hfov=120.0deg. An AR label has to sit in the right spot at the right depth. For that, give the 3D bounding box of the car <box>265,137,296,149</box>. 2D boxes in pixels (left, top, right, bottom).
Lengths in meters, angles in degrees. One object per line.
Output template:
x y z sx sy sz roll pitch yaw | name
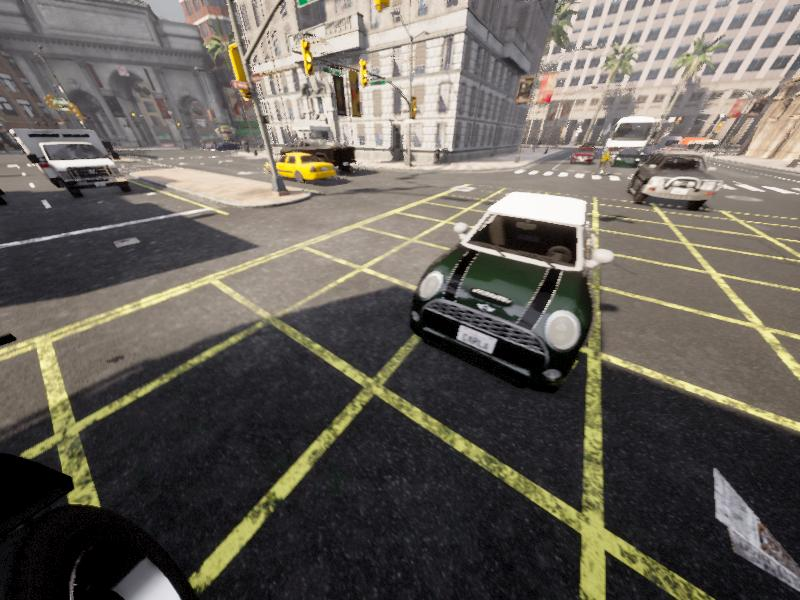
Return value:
-27.004 -35.522 52.244 2.150 2.045 5.566 23 41 28 | car

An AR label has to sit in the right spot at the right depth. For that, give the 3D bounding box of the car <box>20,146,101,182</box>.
-22.005 -8.946 14.974 4.856 1.649 2.033 22 41 28 | car

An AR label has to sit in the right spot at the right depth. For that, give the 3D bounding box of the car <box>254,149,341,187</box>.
-6.265 -8.139 14.018 5.366 1.575 1.801 22 41 28 | car

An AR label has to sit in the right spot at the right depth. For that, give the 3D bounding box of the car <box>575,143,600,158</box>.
27.769 -22.155 34.127 2.242 1.667 4.611 23 41 28 | car

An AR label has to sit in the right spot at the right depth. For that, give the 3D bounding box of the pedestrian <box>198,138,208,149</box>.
-39.688 -31.444 46.464 0.751 1.860 0.751 26 42 31 | pedestrian

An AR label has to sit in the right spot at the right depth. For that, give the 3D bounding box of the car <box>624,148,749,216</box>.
11.391 -5.183 9.726 1.932 1.855 4.605 22 41 28 | car

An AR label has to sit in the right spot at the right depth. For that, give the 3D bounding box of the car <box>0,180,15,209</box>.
-17.348 -4.490 8.904 5.357 1.411 2.033 22 41 28 | car

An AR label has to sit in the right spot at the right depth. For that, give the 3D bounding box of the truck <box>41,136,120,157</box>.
-41.556 -20.096 30.192 6.274 2.098 2.390 3 35 4 | truck

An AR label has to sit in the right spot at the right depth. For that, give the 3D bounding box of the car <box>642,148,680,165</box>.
29.454 -16.363 26.257 1.895 1.301 4.718 22 41 28 | car

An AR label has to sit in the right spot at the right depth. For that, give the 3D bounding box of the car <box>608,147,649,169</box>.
22.082 -13.911 22.507 2.038 1.542 4.974 22 41 27 | car

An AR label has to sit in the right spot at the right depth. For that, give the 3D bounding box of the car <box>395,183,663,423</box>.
1.838 -0.637 3.548 1.970 1.475 3.806 22 40 27 | car

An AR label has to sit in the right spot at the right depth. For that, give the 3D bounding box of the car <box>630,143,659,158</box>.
37.691 -23.233 35.789 2.152 1.651 5.027 23 41 28 | car

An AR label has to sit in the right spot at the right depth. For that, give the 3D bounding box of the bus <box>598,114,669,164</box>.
28.009 -19.790 28.538 3.944 4.253 10.273 22 41 28 | bus

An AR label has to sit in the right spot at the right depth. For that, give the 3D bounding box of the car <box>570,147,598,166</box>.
19.818 -15.540 24.871 1.812 1.442 4.674 22 41 28 | car

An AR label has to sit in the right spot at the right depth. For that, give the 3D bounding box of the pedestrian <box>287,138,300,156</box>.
-13.662 -19.618 29.675 0.751 1.860 0.751 25 42 30 | pedestrian

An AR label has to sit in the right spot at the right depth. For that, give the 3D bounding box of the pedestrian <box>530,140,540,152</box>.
23.548 -26.914 40.364 0.751 1.860 0.751 -23 41 -29 | pedestrian

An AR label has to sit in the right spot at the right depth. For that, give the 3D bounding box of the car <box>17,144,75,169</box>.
-30.885 -12.579 20.143 4.902 1.511 2.128 23 41 29 | car

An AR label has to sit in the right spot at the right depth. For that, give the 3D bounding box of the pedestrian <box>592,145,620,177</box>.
14.358 -9.715 16.159 0.751 1.860 0.751 21 40 27 | pedestrian

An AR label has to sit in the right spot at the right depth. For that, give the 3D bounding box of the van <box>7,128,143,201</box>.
-15.718 -6.710 11.170 6.366 2.431 2.351 22 41 28 | van

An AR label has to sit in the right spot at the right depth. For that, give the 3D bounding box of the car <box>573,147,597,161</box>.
23.714 -18.707 29.527 1.895 1.301 4.718 22 41 28 | car

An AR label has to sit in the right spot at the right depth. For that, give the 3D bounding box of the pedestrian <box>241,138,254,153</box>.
-22.251 -22.478 33.650 0.751 1.860 0.751 15 38 20 | pedestrian

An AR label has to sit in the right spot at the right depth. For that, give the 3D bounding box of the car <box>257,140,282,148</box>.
-30.267 -36.174 53.661 1.812 1.442 4.674 22 41 28 | car

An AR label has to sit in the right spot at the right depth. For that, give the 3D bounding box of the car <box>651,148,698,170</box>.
25.733 -13.379 21.836 1.816 1.474 4.193 22 41 28 | car

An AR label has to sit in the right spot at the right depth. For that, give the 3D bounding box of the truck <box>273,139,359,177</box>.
-6.321 -10.837 17.392 6.274 2.098 2.390 22 41 28 | truck

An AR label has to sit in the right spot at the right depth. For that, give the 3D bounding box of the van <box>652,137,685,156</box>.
44.587 -25.701 38.558 1.988 2.561 5.915 22 41 28 | van

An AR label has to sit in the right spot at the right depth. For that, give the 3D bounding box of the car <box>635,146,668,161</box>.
33.566 -19.749 31.011 2.033 1.411 5.357 22 41 28 | car

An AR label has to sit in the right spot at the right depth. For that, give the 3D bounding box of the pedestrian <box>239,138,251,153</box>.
-22.760 -22.672 33.920 0.751 1.860 0.751 0 35 -1 | pedestrian

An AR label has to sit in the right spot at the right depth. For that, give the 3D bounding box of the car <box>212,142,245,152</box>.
-31.220 -28.029 42.169 1.994 1.385 4.181 16 38 21 | car

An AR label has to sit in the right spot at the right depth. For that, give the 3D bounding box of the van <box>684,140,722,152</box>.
68.671 -35.058 52.485 4.480 2.038 2.069 22 41 28 | van
